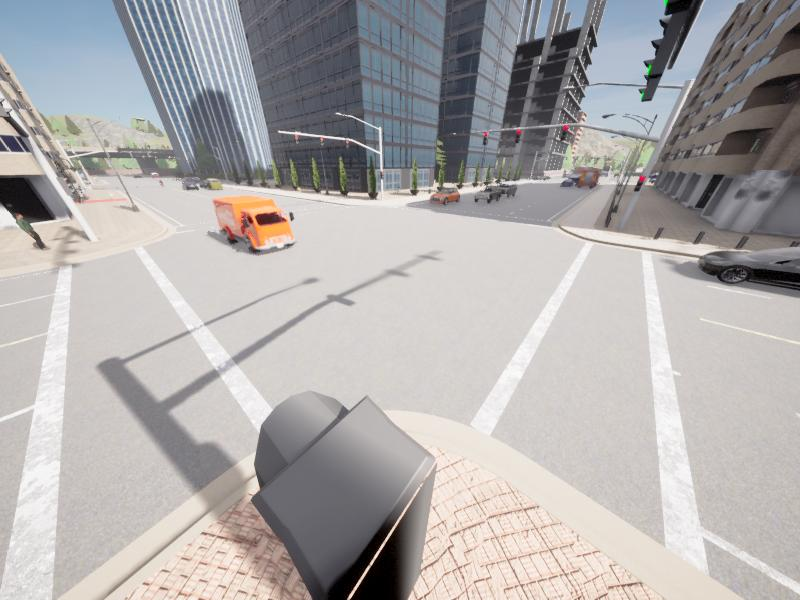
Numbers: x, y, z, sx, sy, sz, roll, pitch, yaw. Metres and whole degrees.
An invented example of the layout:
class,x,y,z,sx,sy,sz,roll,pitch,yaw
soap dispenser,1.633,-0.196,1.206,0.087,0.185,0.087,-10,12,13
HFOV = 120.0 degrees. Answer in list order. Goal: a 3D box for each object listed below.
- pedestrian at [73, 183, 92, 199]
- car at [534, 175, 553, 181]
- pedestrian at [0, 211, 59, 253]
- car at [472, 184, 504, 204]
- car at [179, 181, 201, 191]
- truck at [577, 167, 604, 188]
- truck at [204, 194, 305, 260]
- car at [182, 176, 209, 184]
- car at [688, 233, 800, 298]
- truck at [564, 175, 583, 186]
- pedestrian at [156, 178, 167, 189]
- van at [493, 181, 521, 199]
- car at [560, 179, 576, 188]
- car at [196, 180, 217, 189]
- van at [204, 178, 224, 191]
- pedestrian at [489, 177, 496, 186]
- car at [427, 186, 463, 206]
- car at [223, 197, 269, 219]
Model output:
class,x,y,z,sx,sy,sz,roll,pitch,yaw
pedestrian,-43.022,-14.732,31.308,0.751,1.860,0.751,18,35,28
car,47.780,-40.723,76.949,4.974,1.542,2.038,23,37,34
pedestrian,-18.489,-3.417,11.599,0.751,1.860,0.751,-26,39,-38
car,11.313,-13.571,29.522,1.932,1.855,4.605,23,37,34
car,-41.182,-22.370,45.225,4.514,1.525,2.007,23,37,34
truck,42.185,-27.161,51.114,2.891,3.827,8.468,23,37,34
truck,-8.208,-4.368,13.031,5.204,2.467,2.627,23,37,34
car,-54.708,-32.073,61.887,4.611,1.667,2.242,-12,32,-19
car,14.725,-1.127,8.477,4.792,1.488,2.163,23,37,34
truck,42.567,-29.349,56.630,2.390,2.098,6.274,23,37,34
pedestrian,-49.598,-24.259,48.115,0.751,1.860,0.751,10,32,18
van,15.712,-16.227,33.959,2.069,2.038,4.480,23,37,34
car,37.523,-26.132,51.620,1.882,1.535,5.008,23,37,34
car,-41.206,-24.667,49.204,4.514,1.525,2.007,23,37,34
van,-36.672,-22.751,45.421,4.442,1.987,1.775,25,39,37
pedestrian,20.428,-26.063,50.829,0.751,1.860,0.751,-19,35,-30
car,5.584,-12.881,28.411,2.097,1.767,4.553,23,37,34
car,-14.663,-8.857,21.978,4.181,1.385,1.994,22,37,34
